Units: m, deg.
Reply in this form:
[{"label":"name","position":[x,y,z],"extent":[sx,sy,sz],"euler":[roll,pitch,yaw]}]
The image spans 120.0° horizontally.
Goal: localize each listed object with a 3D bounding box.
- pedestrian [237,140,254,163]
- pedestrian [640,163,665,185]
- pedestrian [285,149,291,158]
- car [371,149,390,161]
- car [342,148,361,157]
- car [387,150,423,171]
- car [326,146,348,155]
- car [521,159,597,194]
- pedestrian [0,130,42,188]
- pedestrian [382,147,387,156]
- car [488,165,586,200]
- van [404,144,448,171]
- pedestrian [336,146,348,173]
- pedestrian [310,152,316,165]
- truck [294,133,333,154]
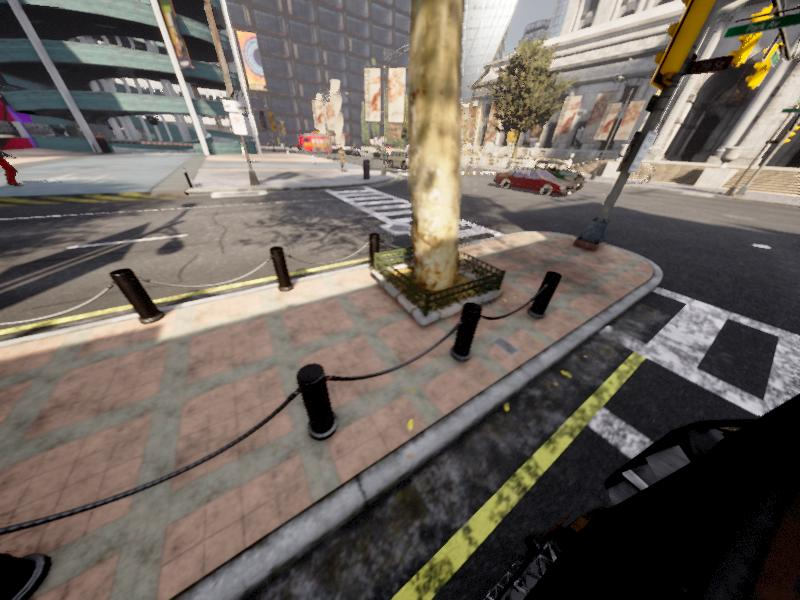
[{"label":"pedestrian","position":[-15.285,-14.673,22.851],"extent":[0.751,1.860,0.751],"euler":[-25,43,-36]},{"label":"pedestrian","position":[24.503,-12.253,22.460],"extent":[0.751,1.860,0.751],"euler":[-18,39,-28]},{"label":"pedestrian","position":[-15.403,-20.146,31.786],"extent":[0.500,1.100,0.500],"euler":[-14,37,-24]},{"label":"car","position":[-3.699,-26.963,42.937],"extent":[1.789,1.549,3.705],"euler":[-18,39,-29]},{"label":"car","position":[-10.414,-31.690,49.683],"extent":[1.994,1.385,4.181],"euler":[-27,44,-37]},{"label":"car","position":[0.422,-16.177,26.713],"extent":[1.932,1.855,4.605],"euler":[-16,38,-27]},{"label":"car","position":[-15.627,-36.858,56.978],"extent":[4.902,1.511,2.128],"euler":[19,37,22]},{"label":"car","position":[11.820,-9.452,17.487],"extent":[1.905,1.878,3.866],"euler":[-17,39,-28]},{"label":"pedestrian","position":[-15.229,-5.364,8.816],"extent":[0.751,1.860,0.751],"euler":[-15,38,-26]},{"label":"pedestrian","position":[-3.787,-36.129,56.158],"extent":[0.751,1.860,0.751],"euler":[-18,39,-29]},{"label":"car","position":[9.004,-8.184,15.796],"extent":[2.033,1.411,5.357],"euler":[-17,39,-28]},{"label":"van","position":[3.016,-17.742,28.685],"extent":[1.988,2.561,5.915],"euler":[-17,39,-28]},{"label":"pedestrian","position":[-4.763,-11.534,18.979],"extent":[0.751,1.860,0.751],"euler":[-7,35,-15]},{"label":"pedestrian","position":[-9.213,-14.970,24.486],"extent":[0.500,1.100,0.500],"euler":[-8,35,-16]},{"label":"truck","position":[-20.648,-37.420,55.259],"extent":[8.468,3.827,2.891],"euler":[17,36,20]}]
